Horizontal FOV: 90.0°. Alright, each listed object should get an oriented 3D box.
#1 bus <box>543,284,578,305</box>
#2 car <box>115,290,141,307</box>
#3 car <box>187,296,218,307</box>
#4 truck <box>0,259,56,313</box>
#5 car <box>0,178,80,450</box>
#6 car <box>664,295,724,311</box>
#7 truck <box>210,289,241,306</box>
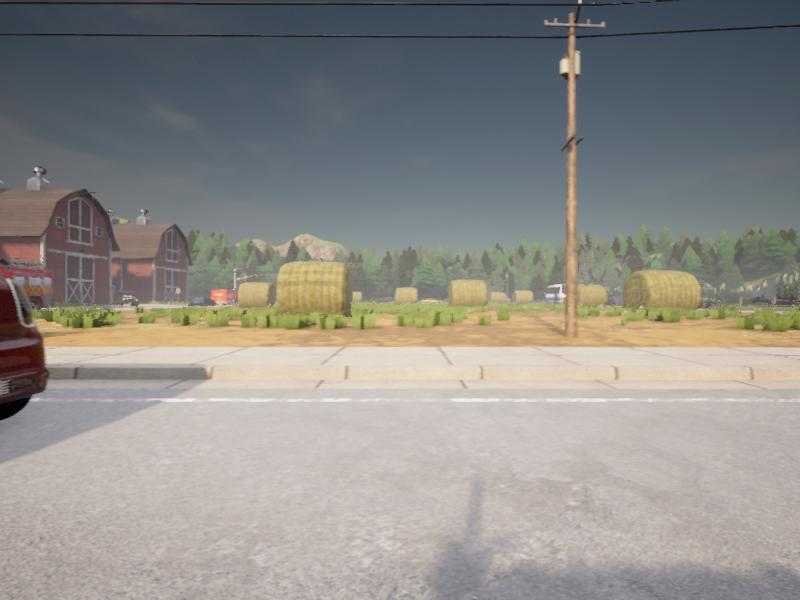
[{"bbox_3d":[34.024,-1.141,85.384,3.944,4.253,10.273,0,0,3],"label":"bus"},{"bbox_3d":[-33.915,-0.173,49.874,1.905,1.878,3.866,8,-4,-43],"label":"car"},{"bbox_3d":[-26.296,0.236,53.437,1.994,1.385,4.181,1,0,-1],"label":"car"},{"bbox_3d":[-29.400,-0.978,28.305,2.891,3.827,8.468,0,0,-1],"label":"truck"},{"bbox_3d":[-4.871,0.089,2.192,4.553,1.767,2.097,0,0,0],"label":"car"},{"bbox_3d":[28.299,0.286,38.791,2.033,1.411,5.357,0,0,3],"label":"car"},{"bbox_3d":[-26.427,-0.298,60.805,2.627,2.467,5.204,0,0,-1],"label":"truck"}]
